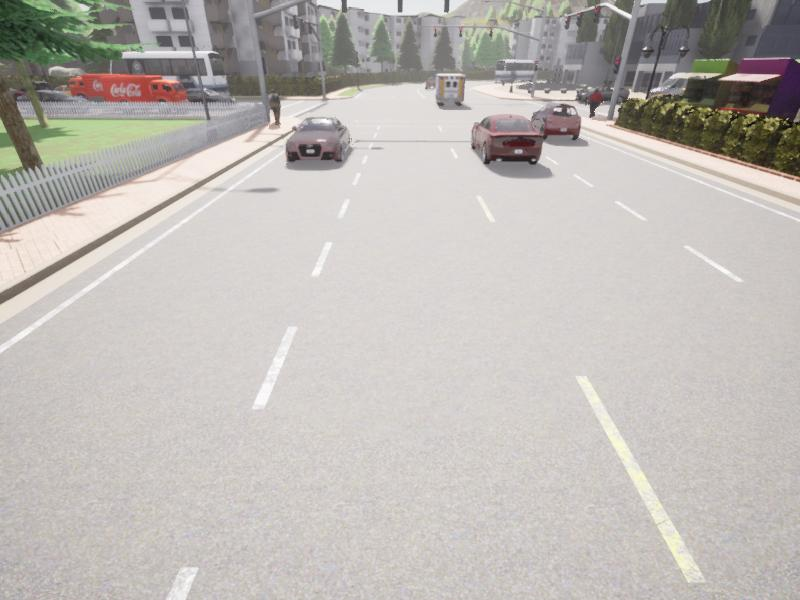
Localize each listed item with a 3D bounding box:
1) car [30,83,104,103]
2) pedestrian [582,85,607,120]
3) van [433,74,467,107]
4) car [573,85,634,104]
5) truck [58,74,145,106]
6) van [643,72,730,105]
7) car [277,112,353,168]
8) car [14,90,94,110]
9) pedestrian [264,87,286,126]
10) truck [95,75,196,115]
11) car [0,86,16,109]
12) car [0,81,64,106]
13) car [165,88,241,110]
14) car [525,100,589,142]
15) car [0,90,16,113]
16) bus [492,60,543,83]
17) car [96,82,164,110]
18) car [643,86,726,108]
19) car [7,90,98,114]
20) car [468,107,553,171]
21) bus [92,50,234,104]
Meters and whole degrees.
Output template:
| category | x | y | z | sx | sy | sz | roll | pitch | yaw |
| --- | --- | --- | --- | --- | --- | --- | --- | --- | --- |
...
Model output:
| category | x | y | z | sx | sy | sz | roll | pitch | yaw |
| --- | --- | --- | --- | --- | --- | --- | --- | --- | --- |
| car | -32.549 | -20.319 | 39.251 | 5.366 | 1.575 | 1.801 | 1 | 30 | 2 |
| pedestrian | 12.090 | -12.290 | 24.873 | 0.751 | 1.860 | 0.751 | -26 | 39 | -37 |
| van | 4.479 | -19.430 | 36.888 | 2.351 | 2.431 | 6.366 | 1 | 30 | 1 |
| car | 19.031 | -19.351 | 37.647 | 4.514 | 1.525 | 2.007 | 1 | 30 | 2 |
| truck | -26.577 | -18.828 | 35.816 | 5.204 | 2.467 | 2.627 | 1 | 30 | 2 |
| van | 26.435 | -19.670 | 37.191 | 5.915 | 2.561 | 1.988 | 1 | 30 | 2 |
| car | -3.060 | -6.262 | 15.386 | 1.994 | 1.385 | 4.181 | 0 | 30 | 1 |
| car | -28.530 | -16.592 | 33.150 | 4.718 | 1.301 | 1.895 | 1 | 30 | 2 |
| pedestrian | -6.950 | -10.778 | 22.288 | 0.751 | 1.860 | 0.751 | 0 | 30 | 0 |
| truck | -18.569 | -15.154 | 29.522 | 5.204 | 2.467 | 2.627 | 1 | 30 | 2 |
| car | -35.738 | -16.863 | 33.291 | 5.027 | 1.651 | 2.152 | 1 | 30 | 2 |
| car | -33.343 | -18.702 | 36.172 | 3.866 | 1.878 | 1.905 | 1 | 30 | 2 |
| car | -15.987 | -16.458 | 32.708 | 4.902 | 1.511 | 2.128 | 1 | 30 | 2 |
| car | 7.588 | -8.884 | 19.717 | 1.845 | 1.501 | 3.633 | 2 | 30 | 3 |
| car | -32.478 | -14.983 | 30.197 | 4.892 | 1.490 | 1.837 | 1 | 30 | 2 |
| bus | 25.460 | -49.639 | 86.811 | 10.273 | 4.253 | 3.944 | -16 | 34 | -25 |
| car | -22.057 | -16.731 | 32.797 | 3.866 | 1.878 | 1.905 | 1 | 30 | 2 |
| car | 24.350 | -17.509 | 34.440 | 5.366 | 1.575 | 1.801 | 1 | 30 | 2 |
| car | -25.921 | -14.864 | 29.994 | 4.892 | 1.490 | 1.837 | 1 | 30 | 2 |
| car | 3.932 | -6.271 | 15.234 | 1.882 | 1.535 | 5.008 | 0 | 30 | 0 |
| bus | -22.134 | -21.224 | 38.152 | 10.273 | 4.253 | 3.944 | 1 | 30 | 2 |
